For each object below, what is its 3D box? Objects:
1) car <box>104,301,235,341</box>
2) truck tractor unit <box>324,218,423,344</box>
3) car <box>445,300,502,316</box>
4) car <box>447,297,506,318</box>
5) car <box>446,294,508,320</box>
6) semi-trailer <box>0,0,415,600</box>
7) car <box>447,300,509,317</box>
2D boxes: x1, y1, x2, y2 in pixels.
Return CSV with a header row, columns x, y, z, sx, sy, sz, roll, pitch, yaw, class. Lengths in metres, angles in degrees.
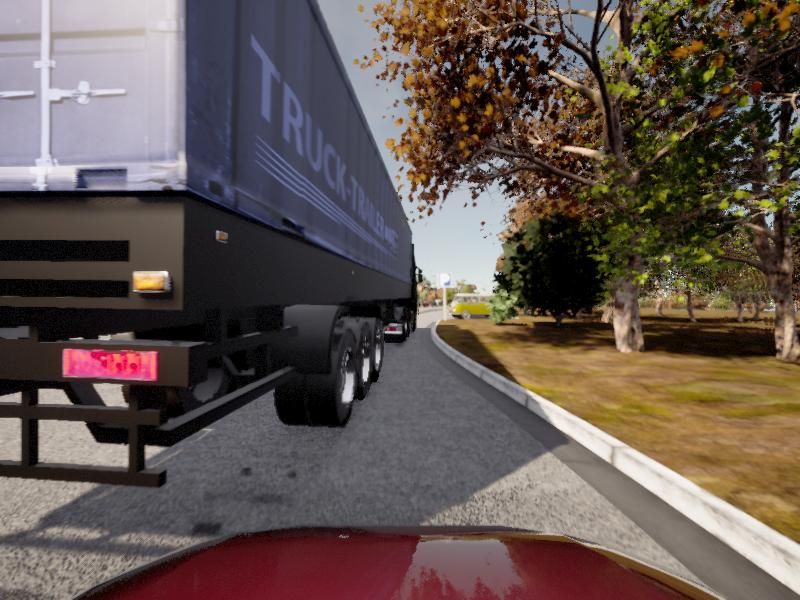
x,y,z,sx,sy,sz,roll,pitch,yaw,class
-9.464,0.821,17.145,2.033,1.411,5.357,0,-1,7,car
-0.723,-0.625,16.714,3.053,4.208,6.516,0,0,6,truck tractor unit
7.383,0.769,40.452,5.366,1.575,1.946,0,0,-10,car
6.574,0.623,34.641,4.553,1.767,2.185,0,0,-11,car
6.043,0.510,31.695,4.442,1.987,1.878,0,0,-11,car
-1.492,-0.715,8.827,2.717,4.402,14.254,1,0,6,semi-trailer
7.259,0.758,37.603,5.366,1.575,1.946,0,-1,-10,car
